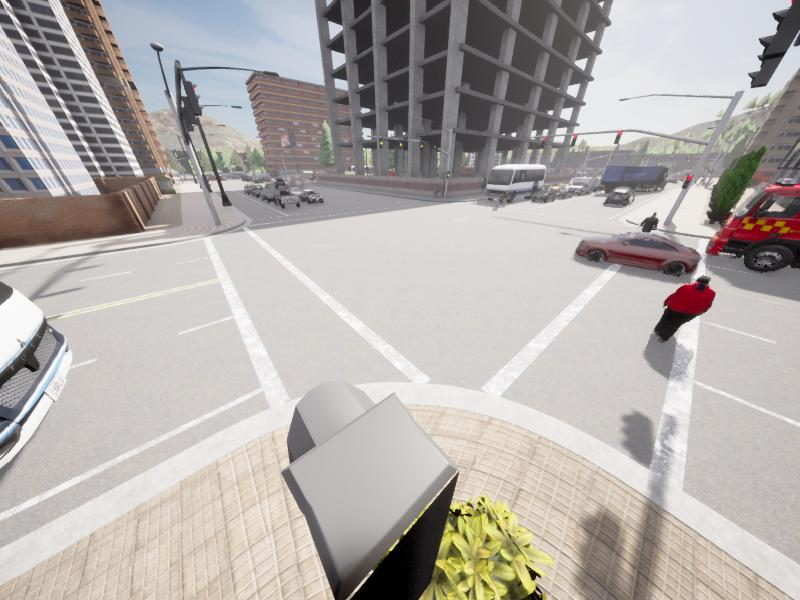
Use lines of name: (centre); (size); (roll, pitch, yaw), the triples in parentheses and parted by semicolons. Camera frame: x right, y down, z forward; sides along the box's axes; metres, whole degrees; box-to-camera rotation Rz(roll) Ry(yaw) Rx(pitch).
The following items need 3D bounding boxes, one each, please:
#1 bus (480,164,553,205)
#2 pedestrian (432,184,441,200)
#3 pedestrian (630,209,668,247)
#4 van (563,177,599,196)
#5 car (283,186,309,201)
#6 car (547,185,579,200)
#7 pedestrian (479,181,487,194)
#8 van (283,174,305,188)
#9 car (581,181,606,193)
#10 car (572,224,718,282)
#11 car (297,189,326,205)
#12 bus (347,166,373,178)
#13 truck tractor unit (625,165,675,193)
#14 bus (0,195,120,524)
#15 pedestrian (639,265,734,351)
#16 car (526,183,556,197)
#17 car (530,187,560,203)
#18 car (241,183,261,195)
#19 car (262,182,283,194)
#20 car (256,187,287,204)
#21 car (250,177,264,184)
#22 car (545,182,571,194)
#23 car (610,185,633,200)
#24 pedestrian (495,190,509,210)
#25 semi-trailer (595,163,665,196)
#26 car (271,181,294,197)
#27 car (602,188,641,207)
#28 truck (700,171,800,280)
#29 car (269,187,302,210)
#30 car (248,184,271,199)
bus: (15.792, -15.784, 31.093); (10.273, 4.253, 3.944); (-23, 37, -34)
pedestrian: (4.866, -14.540, 30.976); (0.751, 1.860, 0.751); (-14, 33, -23)
pedestrian: (14.258, -4.138, 13.264); (0.751, 1.860, 0.751); (-23, 37, -34)
van: (29.749, -18.670, 37.915); (6.366, 2.431, 2.351); (-23, 37, -34)
car: (-14.901, -15.280, 33.028); (1.812, 1.442, 4.674); (-22, 37, -34)
car: (23.938, -15.821, 33.898); (4.902, 1.511, 2.128); (-23, 37, -34)
pedestrian: (13.242, -17.931, 36.850); (0.751, 1.860, 0.751); (-24, 38, -35)
van: (-23.680, -26.503, 51.482); (2.351, 2.431, 6.366); (-22, 37, -34)
car: (35.398, -20.711, 42.237); (5.238, 1.638, 1.930); (-23, 37, -34)
car: (10.825, -2.365, 10.735); (4.181, 1.385, 1.994); (22, 36, 33)
car: (-11.249, -13.098, 29.215); (1.970, 1.475, 3.806); (-22, 37, -33)
bus: (-16.947, -54.637, 98.379); (10.273, 4.253, 3.944); (-23, 37, -34)
truck tractor unit: (45.605, -22.184, 42.214); (6.516, 4.208, 3.053); (-16, 34, -24)
bus: (-9.885, 1.753, 0.719); (10.273, 4.253, 3.944); (-23, 37, -34)
pedestrian: (6.977, 0.207, 5.738); (0.751, 1.860, 0.751); (-25, 38, -36)
car: (22.490, -17.570, 36.767); (4.611, 1.667, 2.242); (-23, 37, -34)
car: (19.024, -13.768, 30.300); (3.705, 1.549, 1.789); (-23, 37, -34)
car: (-25.067, -18.693, 38.909); (1.816, 1.474, 4.193); (-22, 37, -34)
car: (-22.848, -20.105, 41.335); (1.837, 1.490, 4.892); (-22, 37, -33)
car: (-17.016, -13.831, 30.482); (2.163, 1.488, 4.792); (-23, 37, -34)
car: (-38.982, -32.577, 62.987); (2.128, 1.511, 4.902); (-22, 37, -34)
car: (27.903, -19.813, 40.743); (5.366, 1.575, 1.801); (-23, 37, -34)
car: (32.083, -15.677, 33.631); (1.882, 1.535, 5.008); (22, 37, 33)
pedestrian: (10.755, -10.551, 24.373); (0.751, 1.860, 0.751); (-25, 38, -36)
semi-trailer: (38.730, -20.315, 38.772); (14.254, 4.402, 2.717); (-16, 34, -26)
car: (-18.776, -17.815, 36.971); (1.905, 1.878, 3.866); (-23, 37, -34)
car: (26.991, -12.611, 28.177); (4.611, 1.667, 2.242); (-23, 37, -34)
truck: (18.369, -2.327, 8.211); (2.891, 3.827, 8.468); (-22, 37, -33)
car: (-13.065, -11.646, 26.299); (1.932, 1.855, 4.605); (-21, 36, -32)
car: (-21.131, -16.369, 34.750); (1.851, 1.617, 3.988); (-22, 37, -34)
